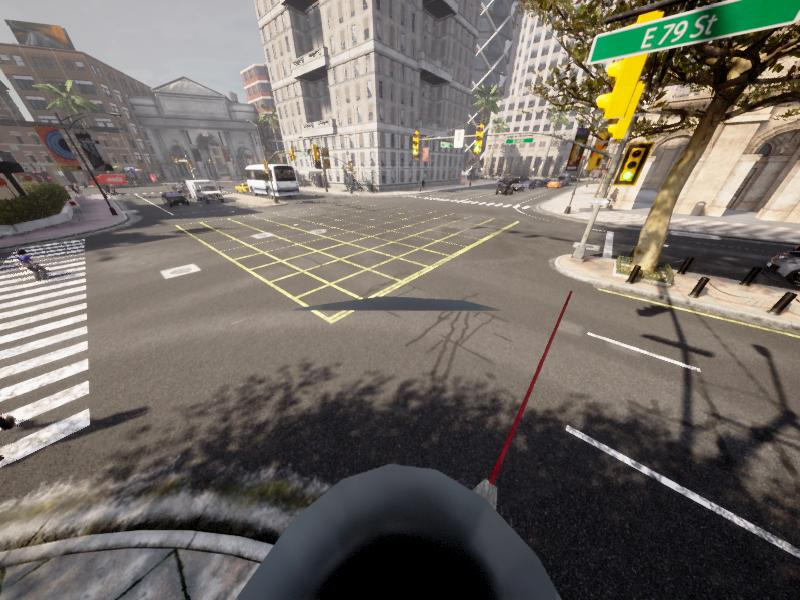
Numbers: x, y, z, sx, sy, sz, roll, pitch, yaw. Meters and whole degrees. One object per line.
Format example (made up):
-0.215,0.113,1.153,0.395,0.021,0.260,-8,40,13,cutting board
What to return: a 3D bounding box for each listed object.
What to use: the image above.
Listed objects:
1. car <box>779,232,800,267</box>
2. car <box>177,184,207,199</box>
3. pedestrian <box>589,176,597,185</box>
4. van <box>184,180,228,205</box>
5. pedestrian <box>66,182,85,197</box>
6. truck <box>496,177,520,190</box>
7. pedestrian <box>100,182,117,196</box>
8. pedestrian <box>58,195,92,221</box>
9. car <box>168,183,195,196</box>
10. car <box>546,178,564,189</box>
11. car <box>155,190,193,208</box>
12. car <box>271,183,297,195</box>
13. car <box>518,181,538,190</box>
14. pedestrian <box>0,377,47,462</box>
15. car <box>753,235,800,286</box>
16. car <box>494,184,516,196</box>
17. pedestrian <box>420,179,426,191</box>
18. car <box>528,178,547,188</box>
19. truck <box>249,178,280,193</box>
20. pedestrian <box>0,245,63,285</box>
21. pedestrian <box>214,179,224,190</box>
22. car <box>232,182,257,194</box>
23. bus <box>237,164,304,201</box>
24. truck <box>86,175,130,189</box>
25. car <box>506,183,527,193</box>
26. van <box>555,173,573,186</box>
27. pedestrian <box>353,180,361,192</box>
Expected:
20.631,-1.829,9.804,4.181,1.385,1.994,23,37,34,car
-31.092,-16.241,34.507,4.856,1.649,2.033,23,37,34,car
47.370,-29.368,56.658,0.751,1.860,0.751,16,34,26,pedestrian
-25.231,-14.113,30.022,6.366,2.431,2.351,23,37,34,van
-46.992,-15.967,33.448,0.751,1.860,0.751,9,31,15,pedestrian
22.299,-24.087,47.625,2.390,2.098,6.274,23,37,34,truck
-45.703,-17.382,36.203,0.751,1.860,0.751,10,31,17,pedestrian
-26.134,-7.404,18.617,0.751,1.860,0.751,-24,38,-35,pedestrian
-36.557,-18.525,38.581,4.902,1.511,2.128,23,37,34,car
33.325,-25.027,49.558,2.097,1.767,4.553,23,37,34,car
-27.136,-12.180,27.707,5.357,1.411,2.033,23,37,34,car
-19.638,-18.838,39.189,4.674,1.442,1.812,23,37,34,car
26.001,-23.250,46.881,2.033,1.411,5.357,23,37,34,car
-6.496,1.584,3.352,0.751,1.860,0.751,23,37,34,pedestrian
16.907,-1.185,8.528,3.633,1.501,1.845,23,37,34,car
17.189,-18.077,37.842,1.816,1.474,4.193,23,37,34,car
4.274,-21.278,42.647,0.751,1.860,0.751,20,35,30,pedestrian
30.932,-26.273,51.890,2.152,1.651,5.027,23,37,34,car
-25.339,-21.541,43.216,6.274,2.098,2.390,23,37,34,truck
-14.492,-1.358,9.009,0.751,1.300,0.751,-6,31,-10,pedestrian
-35.931,-22.960,45.864,0.751,1.860,0.751,22,37,33,pedestrian
-27.676,-20.013,41.088,5.366,1.575,1.801,23,37,34,car
-19.231,-17.526,34.110,10.273,4.253,3.944,23,37,34,bus
-61.629,-25.020,48.868,2.627,2.467,5.204,23,37,34,truck
21.378,-20.487,42.194,1.895,1.301,4.718,23,37,34,car
39.957,-29.256,56.142,1.988,2.561,5.915,23,37,34,van
-7.465,-19.870,40.208,0.751,1.860,0.751,18,35,28,pedestrian
